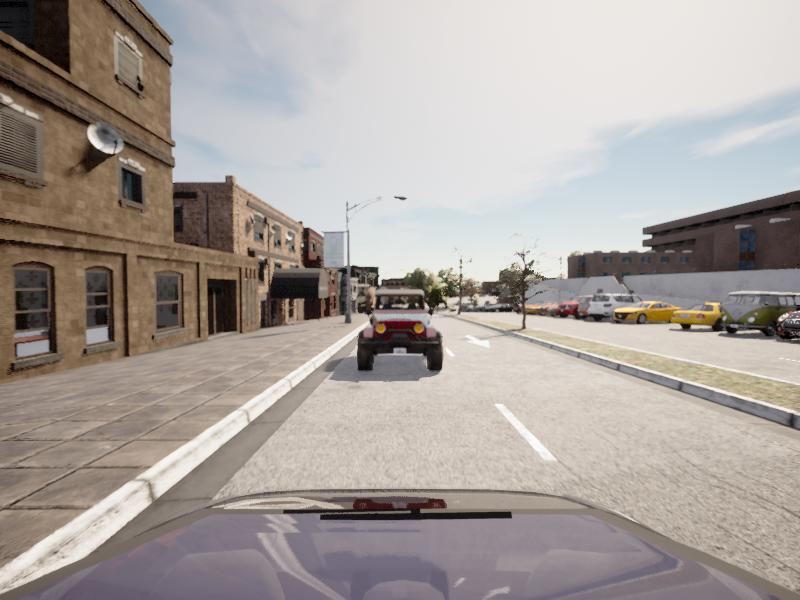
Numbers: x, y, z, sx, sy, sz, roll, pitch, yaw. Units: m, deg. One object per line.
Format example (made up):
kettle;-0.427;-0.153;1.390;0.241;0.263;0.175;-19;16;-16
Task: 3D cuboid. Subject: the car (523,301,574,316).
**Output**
car;16.787;0.963;45.172;5.366;1.575;1.946;1;-1;-20

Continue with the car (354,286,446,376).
car;-0.003;0.646;10.214;1.905;1.878;3.866;0;0;0

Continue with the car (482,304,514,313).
car;16.978;1.483;69.023;5.008;1.535;2.097;1;-2;-20

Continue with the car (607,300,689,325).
car;16.957;0.835;27.383;5.008;1.535;2.097;1;0;-20

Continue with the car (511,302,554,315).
car;16.955;1.063;51.194;5.008;1.535;2.097;1;-1;-20

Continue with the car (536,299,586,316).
car;16.989;0.808;42.277;4.553;1.767;2.185;1;-1;-20

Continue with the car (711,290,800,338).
car;16.843;0.604;18.406;4.442;1.987;1.878;1;0;-20

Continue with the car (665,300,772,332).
car;17.122;0.831;21.496;5.366;1.575;1.946;1;0;-20

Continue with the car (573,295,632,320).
car;16.849;0.629;33.297;4.442;1.987;1.878;1;0;-20

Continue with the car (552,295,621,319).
car;16.933;0.624;36.300;5.566;2.045;2.435;1;0;-20

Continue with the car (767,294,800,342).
car;16.978;0.706;15.480;4.553;1.767;2.185;1;0;-20

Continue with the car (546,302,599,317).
car;16.959;0.941;39.290;4.674;1.452;2.002;1;0;-20

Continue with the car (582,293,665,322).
car;16.981;0.591;30.375;5.566;2.045;2.435;1;-1;-20

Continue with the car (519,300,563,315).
car;16.994;0.889;48.228;4.553;1.767;2.185;1;-1;-20

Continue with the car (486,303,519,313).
car;16.972;1.399;66.062;5.008;1.535;2.097;1;-2;-20
